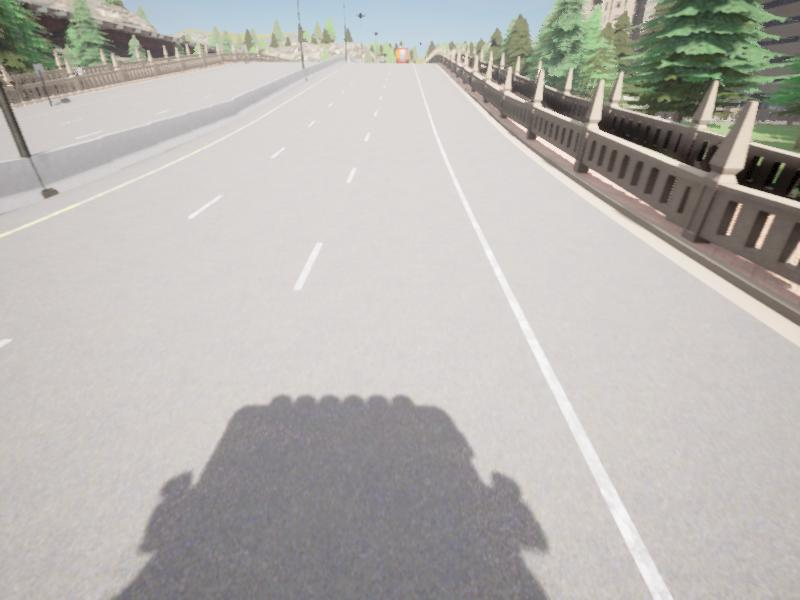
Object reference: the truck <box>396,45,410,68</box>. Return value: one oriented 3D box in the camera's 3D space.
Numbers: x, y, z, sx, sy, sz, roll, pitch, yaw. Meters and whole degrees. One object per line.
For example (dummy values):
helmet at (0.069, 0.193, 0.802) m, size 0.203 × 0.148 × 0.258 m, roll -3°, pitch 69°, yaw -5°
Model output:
truck at (0.577, -54.179, 89.134) m, size 2.891 × 3.827 × 8.468 m, roll 0°, pitch 28°, yaw 0°

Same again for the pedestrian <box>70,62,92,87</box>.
pedestrian at (-28.250, -19.943, 35.435) m, size 0.751 × 1.860 × 0.751 m, roll 1°, pitch 27°, yaw 0°
